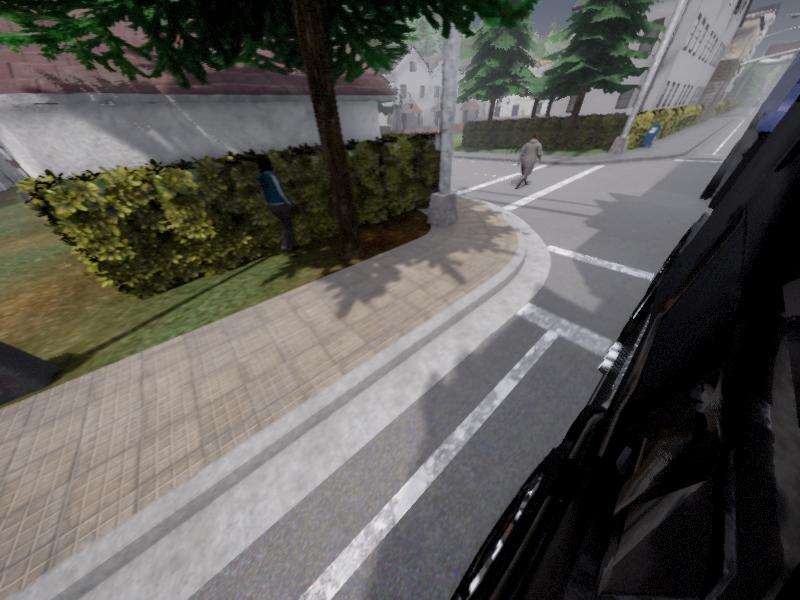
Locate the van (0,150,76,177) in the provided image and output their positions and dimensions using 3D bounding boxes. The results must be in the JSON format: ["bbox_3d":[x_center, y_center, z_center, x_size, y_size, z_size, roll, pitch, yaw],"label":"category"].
[{"bbox_3d":[-40.979,-15.521,26.197,4.442,1.987,1.775,-32,45,-31],"label":"van"}]

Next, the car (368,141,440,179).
[{"bbox_3d":[0.129,-8.285,13.489,1.816,1.474,4.193,-29,44,-29],"label":"car"}]

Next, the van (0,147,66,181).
[{"bbox_3d":[-39.541,-13.622,23.236,2.351,2.431,6.366,24,45,31],"label":"van"}]

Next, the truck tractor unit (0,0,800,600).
[{"bbox_3d":[2.645,-0.295,0.351,6.516,4.208,3.053,-28,44,-30],"label":"truck tractor unit"}]

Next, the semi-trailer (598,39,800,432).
[{"bbox_3d":[8.667,-3.697,4.148,14.254,4.402,2.717,-29,44,-29],"label":"semi-trailer"}]

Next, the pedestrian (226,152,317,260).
[{"bbox_3d":[-2.490,-1.878,4.718,0.751,1.860,0.751,14,41,22],"label":"pedestrian"}]

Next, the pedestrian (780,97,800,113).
[{"bbox_3d":[60.539,-30.167,35.759,0.751,1.860,0.751,-19,40,-19],"label":"pedestrian"}]

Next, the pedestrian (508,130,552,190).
[{"bbox_3d":[4.914,-5.327,8.841,0.751,1.860,0.751,-26,43,-26],"label":"pedestrian"}]
